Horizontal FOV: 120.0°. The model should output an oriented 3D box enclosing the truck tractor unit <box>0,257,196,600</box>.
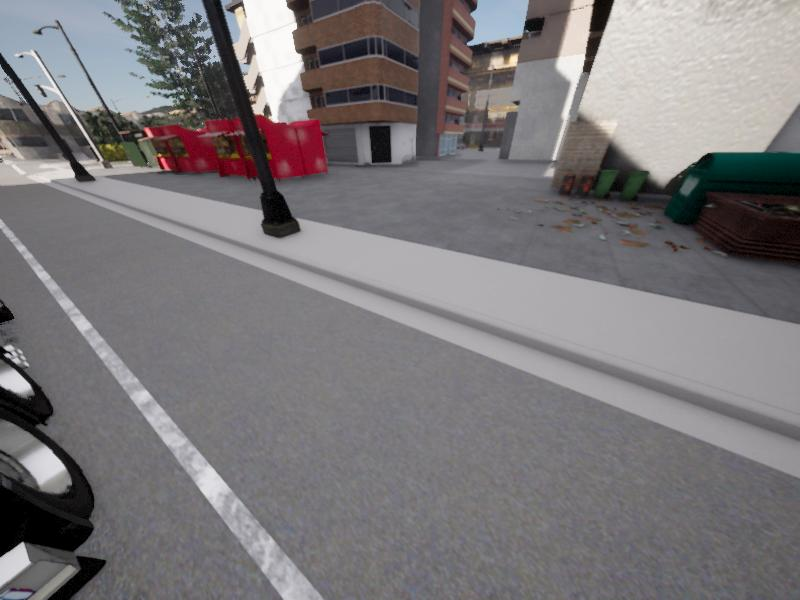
[{"bbox_3d":[-5.098,-0.314,0.794,6.516,4.208,3.053,19,39,25],"label":"truck tractor unit"}]
